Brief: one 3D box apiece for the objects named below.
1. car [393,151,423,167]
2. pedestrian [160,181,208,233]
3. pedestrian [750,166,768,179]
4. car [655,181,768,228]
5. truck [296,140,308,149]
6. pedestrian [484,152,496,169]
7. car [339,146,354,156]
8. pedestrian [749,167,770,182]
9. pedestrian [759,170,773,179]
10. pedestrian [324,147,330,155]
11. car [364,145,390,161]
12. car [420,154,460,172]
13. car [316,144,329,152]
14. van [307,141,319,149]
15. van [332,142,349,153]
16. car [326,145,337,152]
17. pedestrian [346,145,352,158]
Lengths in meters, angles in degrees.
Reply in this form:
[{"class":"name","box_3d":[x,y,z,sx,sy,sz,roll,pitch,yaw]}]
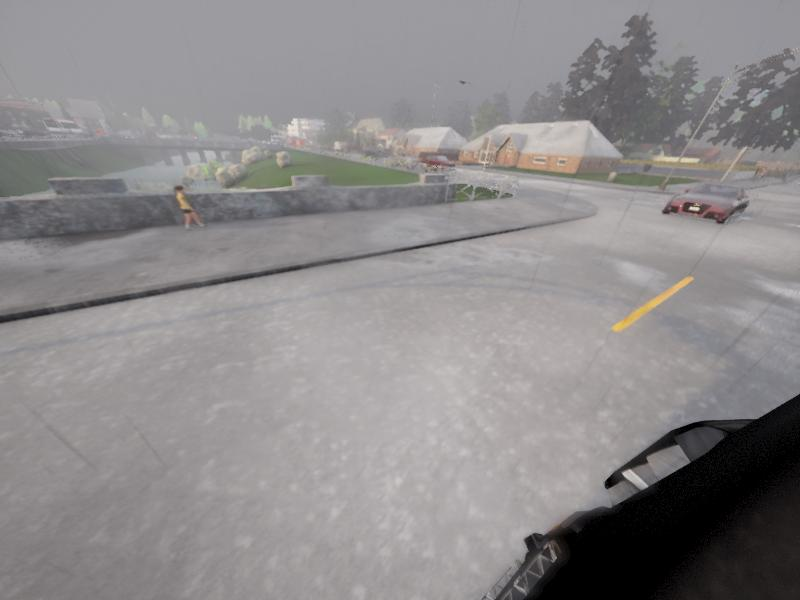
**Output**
[{"class":"car","box_3d":[1.003,-19.682,32.184,2.007,1.525,4.514,-16,38,-26]},{"class":"pedestrian","box_3d":[-5.404,-2.351,5.827,0.500,1.100,0.500,-20,40,-31]},{"class":"pedestrian","box_3d":[60.505,-21.413,38.894,0.751,1.860,0.751,-16,38,-26]},{"class":"car","box_3d":[14.226,-4.505,10.582,4.181,1.385,1.994,-16,38,-26]},{"class":"truck","box_3d":[-35.765,-56.799,84.162,2.627,2.467,5.204,-16,38,-26]},{"class":"pedestrian","box_3d":[12.241,-18.936,31.409,0.751,1.860,0.751,-16,38,-26]},{"class":"car","box_3d":[-11.671,-32.367,50.158,1.851,1.617,3.988,-16,38,-26]},{"class":"pedestrian","box_3d":[52.253,-18.308,33.591,0.751,1.860,0.751,-15,38,-25]},{"class":"pedestrian","box_3d":[64.475,-22.108,40.738,0.751,1.300,0.751,-22,41,-33]},{"class":"pedestrian","box_3d":[-14.478,-29.602,45.836,0.751,1.300,0.751,-19,40,-30]},{"class":"car","box_3d":[-3.942,-24.844,39.077,2.150,2.045,5.566,-16,38,-26]},{"class":"car","box_3d":[4.546,-16.185,27.202,1.882,1.535,5.008,-16,38,-25]},{"class":"car","box_3d":[-21.394,-42.067,63.971,2.038,1.542,4.974,-16,38,-26]},{"class":"van","box_3d":[-32.284,-57.750,85.893,2.351,2.431,6.366,-16,38,-26]},{"class":"van","box_3d":[-16.369,-41.861,63.296,2.351,2.431,6.366,-16,38,-26]},{"class":"car","box_3d":[-20.777,-45.843,69.782,1.816,1.474,4.193,-16,38,-26]},{"class":"pedestrian","box_3d":[-8.718,-25.551,39.700,0.751,1.860,0.751,2,34,-1]}]
